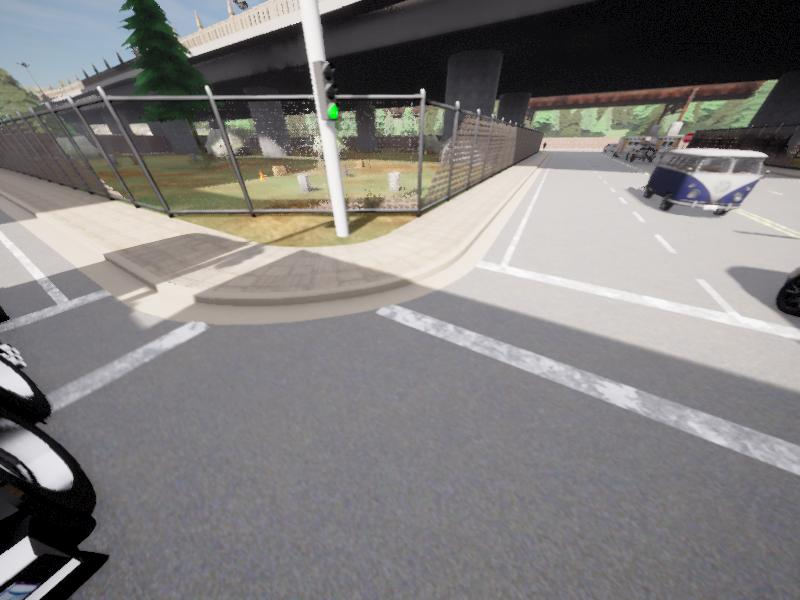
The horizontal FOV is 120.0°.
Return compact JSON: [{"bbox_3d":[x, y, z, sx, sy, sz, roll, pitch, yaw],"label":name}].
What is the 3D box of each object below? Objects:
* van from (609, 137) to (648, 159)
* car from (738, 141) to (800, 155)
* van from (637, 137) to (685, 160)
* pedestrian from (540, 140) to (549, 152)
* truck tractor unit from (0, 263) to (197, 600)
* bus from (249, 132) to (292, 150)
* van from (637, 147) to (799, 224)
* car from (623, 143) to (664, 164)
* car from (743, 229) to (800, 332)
[{"bbox_3d":[32.570,-21.937,33.212,2.351,2.431,6.366,18,39,24],"label":"van"},{"bbox_3d":[59.205,-24.518,37.245,4.553,1.767,2.097,18,39,25],"label":"car"},{"bbox_3d":[35.717,-21.064,31.928,2.351,2.431,6.366,18,39,24],"label":"van"},{"bbox_3d":[27.332,-29.069,43.711,0.751,1.860,0.751,18,39,24],"label":"pedestrian"},{"bbox_3d":[-5.108,-0.305,0.769,6.516,4.208,3.053,19,39,24],"label":"truck tractor unit"},{"bbox_3d":[-40.066,-49.389,71.774,10.273,4.253,3.944,-28,44,-34],"label":"bus"},{"bbox_3d":[11.390,-4.642,8.904,1.775,1.987,4.442,18,39,24],"label":"van"},{"bbox_3d":[27.813,-16.967,26.584,1.932,1.855,4.605,18,39,24],"label":"car"},{"bbox_3d":[6.344,0.505,1.800,2.242,1.667,4.611,18,38,24],"label":"car"}]
